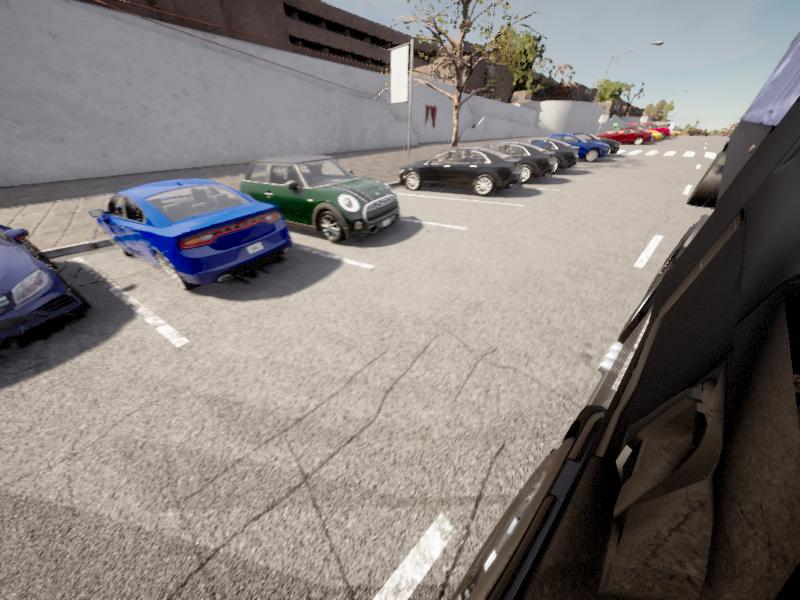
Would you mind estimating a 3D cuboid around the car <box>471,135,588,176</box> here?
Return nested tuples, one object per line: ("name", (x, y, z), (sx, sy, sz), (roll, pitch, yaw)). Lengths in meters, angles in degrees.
("car", (6.634, -7.734, 12.339), (4.892, 1.521, 2.231), (16, 40, 24))

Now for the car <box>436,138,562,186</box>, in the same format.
("car", (4.434, -6.495, 10.796), (4.892, 1.521, 2.231), (16, 41, 24))

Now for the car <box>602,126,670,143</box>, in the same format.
("car", (28.539, -20.167, 28.210), (5.366, 1.575, 1.946), (15, 39, 23))

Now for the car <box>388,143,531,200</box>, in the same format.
("car", (2.219, -5.267, 9.272), (4.892, 1.521, 2.231), (17, 41, 25))

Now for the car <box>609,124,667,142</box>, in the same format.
("car", (30.517, -21.542, 29.836), (4.553, 1.767, 2.185), (15, 39, 23))

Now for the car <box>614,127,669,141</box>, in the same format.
("car", (32.722, -22.622, 31.542), (4.674, 1.452, 2.002), (15, 39, 23))

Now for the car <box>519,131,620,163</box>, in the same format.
("car", (10.974, -10.241, 15.477), (5.008, 1.535, 2.097), (15, 40, 23))

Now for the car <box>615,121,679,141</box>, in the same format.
("car", (34.924, -24.070, 32.991), (5.566, 2.045, 2.435), (16, 39, 22))

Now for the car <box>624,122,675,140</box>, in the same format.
("car", (37.177, -25.237, 34.599), (4.442, 1.987, 1.878), (16, 39, 22))

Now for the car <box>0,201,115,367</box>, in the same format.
("car", (-6.813, -0.446, 3.392), (4.674, 1.452, 2.002), (18, 41, 26))

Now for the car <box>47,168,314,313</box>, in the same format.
("car", (-4.528, -1.656, 4.812), (5.008, 1.535, 2.097), (18, 41, 26))

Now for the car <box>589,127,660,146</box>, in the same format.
("car", (24.023, -17.737, 25.048), (5.008, 1.535, 2.097), (15, 40, 23))

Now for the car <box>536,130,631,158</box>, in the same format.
("car", (13.142, -11.497, 17.057), (5.008, 1.535, 2.097), (15, 40, 23))

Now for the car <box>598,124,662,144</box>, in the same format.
("car", (26.163, -19.087, 26.605), (4.553, 1.767, 2.185), (15, 39, 23))

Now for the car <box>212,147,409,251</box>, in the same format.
("car", (-2.296, -2.962, 6.226), (4.553, 1.767, 2.185), (17, 41, 26))

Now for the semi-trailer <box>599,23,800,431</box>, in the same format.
("semi-trailer", (8.613, -3.637, 4.347), (14.254, 4.402, 2.717), (-29, 44, -31))

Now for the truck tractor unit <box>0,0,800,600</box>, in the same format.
("truck tractor unit", (2.645, -0.295, 0.352), (6.516, 4.208, 3.053), (-28, 44, -30))

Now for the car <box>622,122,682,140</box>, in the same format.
("car", (39.223, -26.498, 36.266), (5.566, 2.045, 2.435), (16, 39, 22))
